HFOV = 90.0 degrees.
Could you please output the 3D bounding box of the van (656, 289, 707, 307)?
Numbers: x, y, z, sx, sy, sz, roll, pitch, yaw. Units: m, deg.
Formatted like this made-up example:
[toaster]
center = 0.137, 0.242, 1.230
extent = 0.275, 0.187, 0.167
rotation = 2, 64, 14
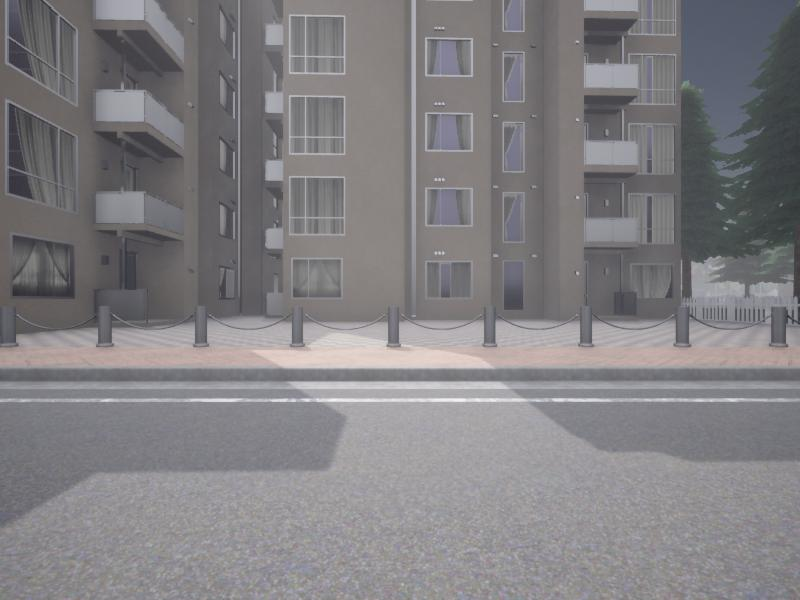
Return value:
[van]
center = 40.253, -0.277, 57.331
extent = 5.915, 2.561, 1.988
rotation = 0, 0, -1
